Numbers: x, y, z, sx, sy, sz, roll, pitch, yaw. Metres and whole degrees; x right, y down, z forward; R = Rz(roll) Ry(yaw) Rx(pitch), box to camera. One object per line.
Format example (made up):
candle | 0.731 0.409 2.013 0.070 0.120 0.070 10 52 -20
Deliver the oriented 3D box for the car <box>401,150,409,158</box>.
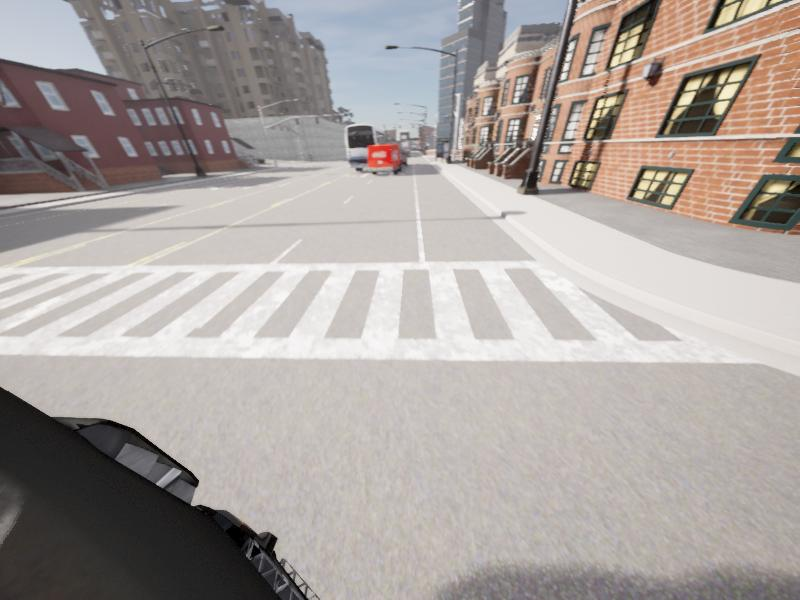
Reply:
car | 1.350 -37.057 58.613 2.007 1.525 4.514 0 33 3

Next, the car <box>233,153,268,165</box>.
car | -29.090 -27.497 45.033 5.238 1.638 1.930 4 34 0

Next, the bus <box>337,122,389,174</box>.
bus | -3.805 -18.064 27.689 3.944 4.253 10.273 0 34 3

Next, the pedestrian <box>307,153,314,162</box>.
pedestrian | -20.410 -32.511 52.736 0.751 1.860 0.751 17 38 27

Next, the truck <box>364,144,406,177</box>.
truck | -1.274 -13.895 22.835 2.627 2.467 5.204 5 34 11

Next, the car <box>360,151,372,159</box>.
car | -9.009 -38.785 61.749 2.033 1.649 4.856 0 33 3

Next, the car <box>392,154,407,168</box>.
car | 0.029 -19.048 31.605 1.895 1.301 4.718 -1 33 3

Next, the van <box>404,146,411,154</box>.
van | 3.008 -60.099 92.488 2.351 2.431 6.366 0 33 3

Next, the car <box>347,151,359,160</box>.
car | -12.517 -38.747 61.717 1.932 1.855 4.605 0 33 3

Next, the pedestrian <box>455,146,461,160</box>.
pedestrian | 9.092 -22.957 36.092 0.751 1.860 0.751 4 34 9
